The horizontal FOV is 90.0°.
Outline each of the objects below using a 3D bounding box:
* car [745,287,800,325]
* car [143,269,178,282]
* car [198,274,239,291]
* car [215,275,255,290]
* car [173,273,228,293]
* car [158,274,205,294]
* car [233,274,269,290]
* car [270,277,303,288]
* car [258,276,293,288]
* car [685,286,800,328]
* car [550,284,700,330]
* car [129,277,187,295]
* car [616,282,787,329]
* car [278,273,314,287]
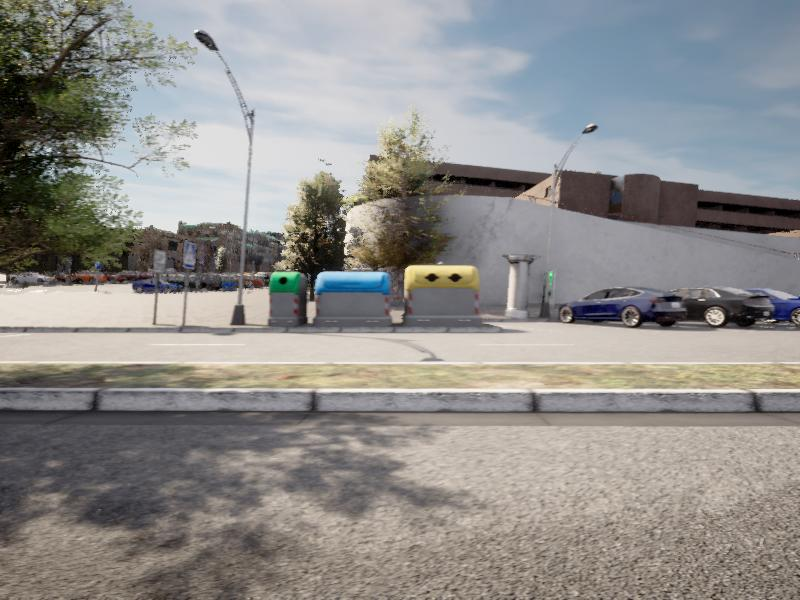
[{"bbox_3d":[17.276,0.220,15.891,2.097,1.535,5.008,0,-1,-23],"label":"car"},{"bbox_3d":[-38.212,-3.938,63.890,4.442,1.987,1.878,2,5,-3],"label":"car"},{"bbox_3d":[-23.685,-2.308,52.238,4.442,1.987,1.878,3,5,-2],"label":"car"},{"bbox_3d":[-22.657,-2.384,55.099,4.553,1.767,2.185,3,5,-2],"label":"car"},{"bbox_3d":[-24.545,-2.147,49.399,5.566,2.045,2.435,3,5,-2],"label":"car"},{"bbox_3d":[-25.349,-1.934,46.574,4.442,1.987,1.878,3,5,-2],"label":"car"},{"bbox_3d":[-21.557,-2.657,57.942,4.442,1.987,1.878,3,5,-2],"label":"car"},{"bbox_3d":[-18.858,-2.955,66.513,4.792,1.488,2.163,3,4,-2],"label":"car"},{"bbox_3d":[-19.802,-2.801,63.648,4.892,1.521,2.231,3,5,-2],"label":"car"},{"bbox_3d":[14.329,0.259,15.758,2.002,1.452,4.674,1,-1,-22],"label":"car"},{"bbox_3d":[8.407,0.247,15.584,2.163,1.488,4.792,0,-1,-21],"label":"car"},{"bbox_3d":[-26.432,-1.536,43.750,5.008,1.535,2.097,3,5,-2],"label":"car"},{"bbox_3d":[11.373,0.218,15.634,2.231,1.521,4.892,0,-1,-21],"label":"car"},{"bbox_3d":[-17.920,-3.418,69.355,5.566,2.045,2.435,3,4,-3],"label":"car"}]
